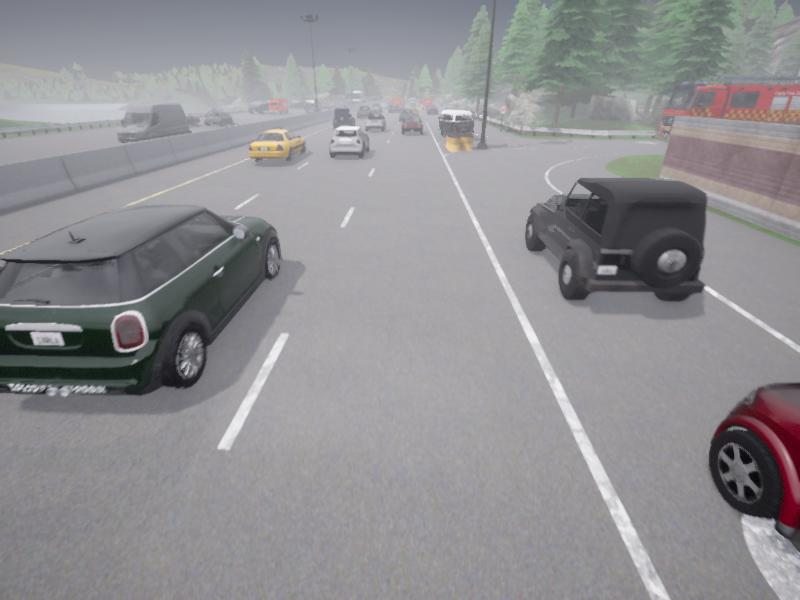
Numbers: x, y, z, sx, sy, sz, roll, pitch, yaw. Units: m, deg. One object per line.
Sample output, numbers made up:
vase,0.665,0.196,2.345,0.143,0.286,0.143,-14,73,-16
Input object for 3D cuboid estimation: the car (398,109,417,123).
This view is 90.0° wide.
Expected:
car,0.958,-23.238,50.408,1.845,1.501,3.633,4,27,8

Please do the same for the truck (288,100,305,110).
truck,-24.917,-47.169,96.598,2.390,2.098,6.274,1,27,1

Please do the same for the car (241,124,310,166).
car,-6.374,-8.353,21.264,1.801,1.575,5.366,1,27,1

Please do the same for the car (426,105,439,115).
car,5.751,-33.693,70.847,2.038,1.542,4.974,1,27,1

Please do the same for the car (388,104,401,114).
car,-1.074,-36.496,76.326,2.242,1.667,4.611,1,27,1

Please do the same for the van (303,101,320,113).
van,-17.099,-37.385,77.537,2.069,2.038,4.480,1,27,1

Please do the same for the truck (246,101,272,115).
truck,-25.685,-35.159,73.118,2.390,2.098,6.274,1,27,1

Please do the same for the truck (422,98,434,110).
truck,6.488,-45.664,93.212,2.627,2.467,5.204,1,27,1

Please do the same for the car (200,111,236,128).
car,-19.653,-19.638,43.458,1.816,1.474,4.193,1,27,1

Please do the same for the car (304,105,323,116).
car,-15.270,-33.471,70.530,2.128,1.511,4.902,1,27,1

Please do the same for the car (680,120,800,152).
car,19.504,-9.488,23.076,4.974,1.542,2.038,1,27,1

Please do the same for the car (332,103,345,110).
car,-14.498,-45.540,94.125,2.128,1.511,4.902,1,27,1

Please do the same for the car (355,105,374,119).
car,-5.135,-27.803,59.187,2.242,1.667,4.611,1,27,1

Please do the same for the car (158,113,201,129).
car,-23.196,-18.950,42.315,1.895,1.301,4.718,1,27,1

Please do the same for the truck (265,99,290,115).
truck,-21.522,-34.059,70.557,2.627,2.467,5.204,1,27,1

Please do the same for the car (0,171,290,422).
car,-3.376,-0.568,5.803,2.097,1.767,4.553,1,27,1

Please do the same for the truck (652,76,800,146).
truck,21.732,-12.081,25.628,8.468,3.827,2.891,1,27,1

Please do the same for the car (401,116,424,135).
car,1.112,-15.787,36.100,1.895,1.301,4.718,1,27,2

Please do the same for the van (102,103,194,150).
van,-16.688,-11.858,27.076,1.988,2.561,5.915,1,27,1

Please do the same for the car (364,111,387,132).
car,-2.310,-17.164,38.454,1.851,1.617,3.988,1,27,2

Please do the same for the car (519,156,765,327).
car,3.673,-1.332,7.184,1.905,1.878,3.866,1,27,1

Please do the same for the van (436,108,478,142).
van,4.372,-13.820,31.436,2.069,2.038,4.480,-7,28,-6

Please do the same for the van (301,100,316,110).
van,-21.496,-45.884,94.158,2.069,2.038,4.480,1,27,1

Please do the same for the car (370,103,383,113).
car,-4.525,-37.332,77.844,2.033,1.649,4.856,1,27,1

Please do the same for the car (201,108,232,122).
car,-24.782,-25.156,54.193,2.038,1.542,4.974,-1,27,-1

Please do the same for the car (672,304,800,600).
car,3.497,1.568,1.878,1.789,1.549,3.705,1,27,1

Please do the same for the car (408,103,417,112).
car,2.642,-39.845,82.861,1.801,1.575,5.366,1,27,1

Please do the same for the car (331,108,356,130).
car,-5.727,-18.603,40.960,1.905,1.878,3.866,1,27,2

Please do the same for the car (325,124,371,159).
car,-2.826,-9.050,22.735,1.970,1.475,3.806,1,27,1

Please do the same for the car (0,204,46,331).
car,-6.941,0.473,3.965,2.152,1.651,5.027,1,27,1
